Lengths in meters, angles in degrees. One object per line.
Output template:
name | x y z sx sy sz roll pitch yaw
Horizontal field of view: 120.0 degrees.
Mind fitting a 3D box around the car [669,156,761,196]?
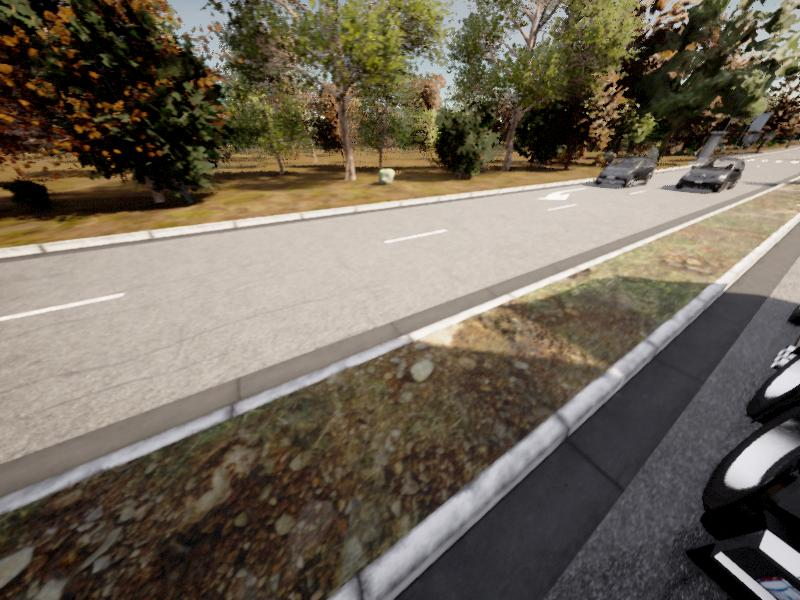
car | 17.654 -7.063 13.002 3.988 1.617 1.851 -18 39 -24

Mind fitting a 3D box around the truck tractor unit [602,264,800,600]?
truck tractor unit | 5.117 -0.292 0.791 6.516 4.208 3.053 -18 39 -24

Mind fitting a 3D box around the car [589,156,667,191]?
car | 13.820 -7.773 14.028 3.705 1.549 1.789 -18 39 -25
